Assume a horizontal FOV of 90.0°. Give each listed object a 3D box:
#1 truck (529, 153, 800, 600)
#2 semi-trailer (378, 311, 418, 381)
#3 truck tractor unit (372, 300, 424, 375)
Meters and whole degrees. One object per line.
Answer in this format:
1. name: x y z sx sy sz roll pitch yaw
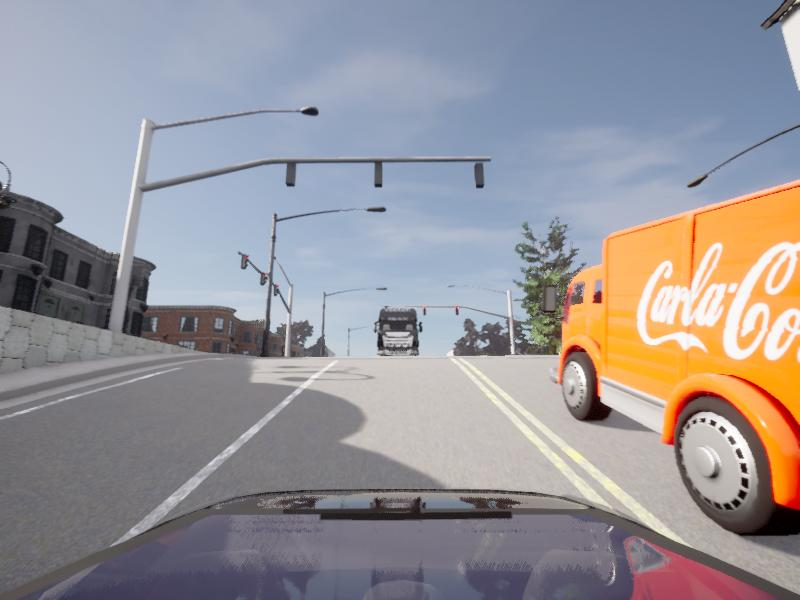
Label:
1. truck: 3.506 0.435 4.110 2.627 2.467 5.204 1 0 0
2. semi-trailer: -0.174 4.593 35.158 2.717 4.402 14.254 0 -13 0
3. truck tractor unit: -0.136 2.834 27.442 3.053 4.208 6.516 0 -14 0
